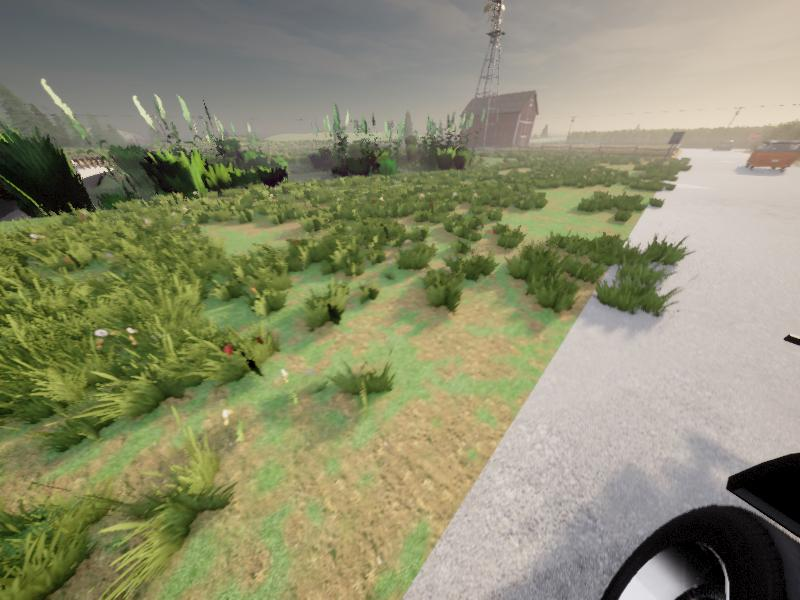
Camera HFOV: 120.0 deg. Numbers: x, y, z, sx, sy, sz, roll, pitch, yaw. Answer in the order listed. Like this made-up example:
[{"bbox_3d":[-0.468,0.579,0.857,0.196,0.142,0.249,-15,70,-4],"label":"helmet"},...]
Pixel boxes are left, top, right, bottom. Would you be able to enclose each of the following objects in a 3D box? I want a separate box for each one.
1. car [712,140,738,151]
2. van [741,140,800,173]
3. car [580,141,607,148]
[{"bbox_3d":[61.405,-29.243,43.761,4.611,1.667,2.242,-29,44,-34],"label":"car"},{"bbox_3d":[29.291,-11.377,18.160,4.442,1.987,1.775,-29,44,-35],"label":"van"},{"bbox_3d":[50.664,-40.786,60.475,2.038,1.542,4.974,-29,44,-35],"label":"car"}]
